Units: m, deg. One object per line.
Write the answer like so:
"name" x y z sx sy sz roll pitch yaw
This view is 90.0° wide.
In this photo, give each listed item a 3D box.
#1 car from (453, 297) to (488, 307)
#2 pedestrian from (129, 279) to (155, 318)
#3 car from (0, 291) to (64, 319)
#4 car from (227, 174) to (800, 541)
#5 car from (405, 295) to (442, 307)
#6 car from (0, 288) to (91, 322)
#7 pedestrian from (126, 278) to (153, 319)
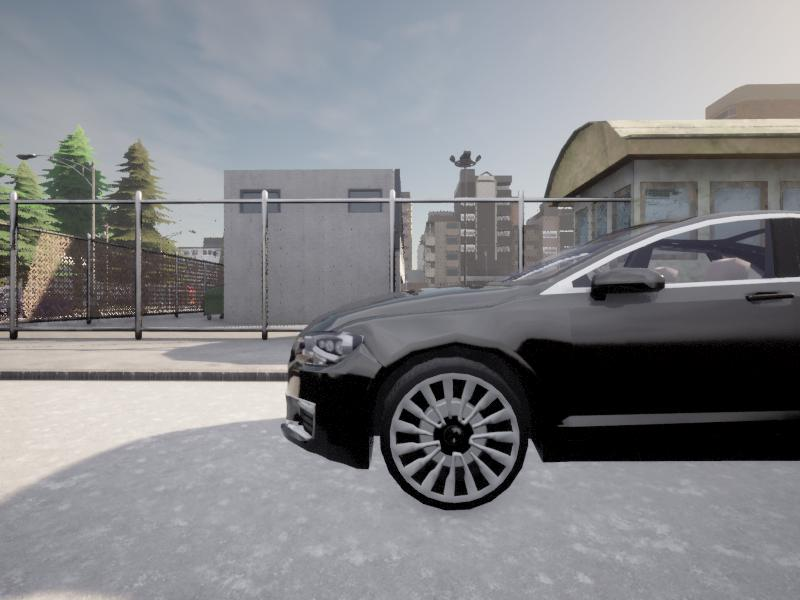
"car" 9.808 0.270 56.091 4.674 1.442 1.812 0 0 1
"pedestrian" -12.735 -0.075 19.766 0.751 1.860 0.751 0 0 3
"car" -21.200 0.254 22.017 1.816 1.474 4.193 0 0 2
"car" 1.742 0.236 2.706 4.902 1.511 2.128 0 0 1
"car" 3.273 0.171 56.275 5.238 1.638 1.930 0 0 2
"car" -17.259 0.226 19.299 1.845 1.501 3.633 0 0 1
"pedestrian" -12.090 -0.075 18.581 0.751 1.860 0.751 0 0 2
